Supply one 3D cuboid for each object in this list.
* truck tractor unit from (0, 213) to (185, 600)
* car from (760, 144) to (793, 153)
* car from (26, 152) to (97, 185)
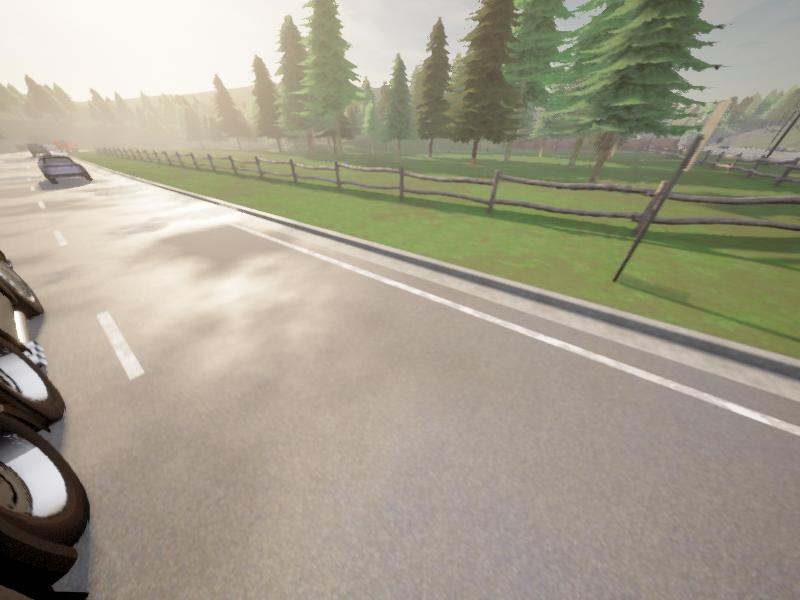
[{"bbox_3d":[-5.016,-0.386,0.904,6.516,4.208,3.053,22,40,28],"label":"truck tractor unit"},{"bbox_3d":[86.506,-34.935,53.152,2.128,1.511,4.902,21,40,27],"label":"car"},{"bbox_3d":[-23.830,-9.338,16.247,4.856,1.649,2.033,22,41,29],"label":"car"}]
